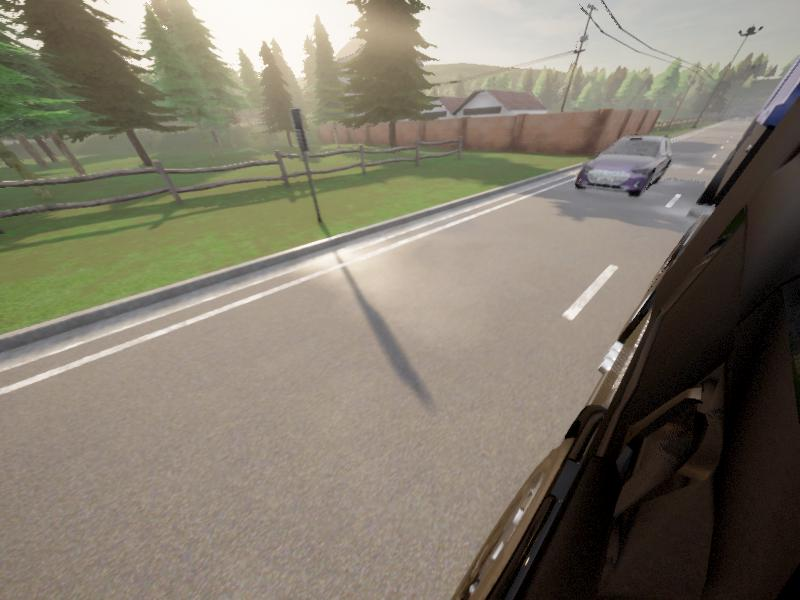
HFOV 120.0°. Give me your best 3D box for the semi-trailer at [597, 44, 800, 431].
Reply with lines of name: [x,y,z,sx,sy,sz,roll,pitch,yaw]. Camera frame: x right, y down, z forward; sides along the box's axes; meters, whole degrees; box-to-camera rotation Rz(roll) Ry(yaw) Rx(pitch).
semi-trailer: [8.706,-3.588,4.236,14.254,4.402,2.717,-28,44,-30]

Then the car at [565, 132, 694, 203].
car: [8.544,-5.118,8.586,4.856,1.649,2.033,-28,44,-30]

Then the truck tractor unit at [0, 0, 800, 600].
truck tractor unit: [2.645,-0.295,0.352,6.516,4.208,3.053,-28,44,-30]
